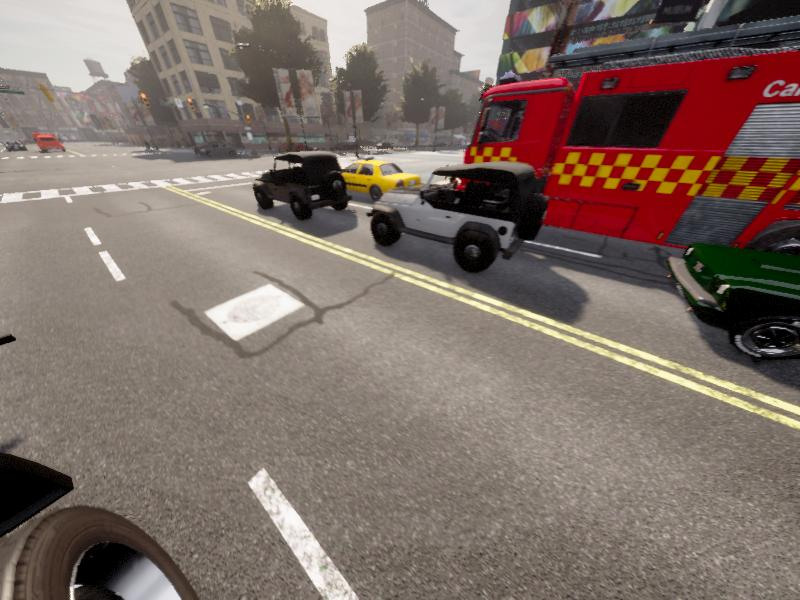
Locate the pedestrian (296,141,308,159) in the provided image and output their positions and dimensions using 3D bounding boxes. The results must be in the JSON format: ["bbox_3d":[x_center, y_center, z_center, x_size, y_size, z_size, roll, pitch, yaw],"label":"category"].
[{"bbox_3d":[-12.485,-19.118,29.396,0.751,1.860,0.751,28,44,34],"label":"pedestrian"}]

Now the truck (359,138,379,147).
[{"bbox_3d":[-9.642,-49.220,72.219,6.274,2.098,2.390,23,41,29],"label":"truck"}]

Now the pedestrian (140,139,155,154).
[{"bbox_3d":[-38.520,-23.433,35.219,0.751,1.860,0.751,23,41,29],"label":"pedestrian"}]

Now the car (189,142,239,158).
[{"bbox_3d":[-25.090,-20.484,31.391,2.242,1.667,4.611,18,39,24],"label":"car"}]

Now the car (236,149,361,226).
[{"bbox_3d":[-3.546,-4.171,8.198,3.866,1.878,1.905,23,41,29],"label":"car"}]

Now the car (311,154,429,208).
[{"bbox_3d":[-1.518,-5.661,10.621,5.366,1.575,1.801,24,41,29],"label":"car"}]

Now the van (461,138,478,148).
[{"bbox_3d":[21.521,-48.757,71.673,2.351,2.431,6.366,24,41,29],"label":"van"}]

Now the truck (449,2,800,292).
[{"bbox_3d":[5.900,-3.344,5.454,8.468,3.827,2.891,23,41,28],"label":"truck"}]

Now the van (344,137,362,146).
[{"bbox_3d":[-16.173,-54.690,79.557,5.915,2.561,1.988,23,41,29],"label":"van"}]

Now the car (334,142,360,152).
[{"bbox_3d":[-10.787,-31.608,47.588,2.128,1.511,4.902,24,41,29],"label":"car"}]

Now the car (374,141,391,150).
[{"bbox_3d":[-4.044,-36.743,54.917,1.851,1.617,3.988,24,41,29],"label":"car"}]

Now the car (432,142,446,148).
[{"bbox_3d":[12.326,-49.022,72.833,2.033,1.411,5.357,24,41,29],"label":"car"}]

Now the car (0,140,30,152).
[{"bbox_3d":[-62.708,-25.103,37.667,3.806,1.475,1.970,24,41,30],"label":"car"}]

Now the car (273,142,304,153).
[{"bbox_3d":[-20.204,-27.848,42.087,2.007,1.525,4.514,24,41,29],"label":"car"}]

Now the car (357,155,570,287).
[{"bbox_3d":[1.165,-2.119,5.331,3.866,1.878,1.905,23,41,29],"label":"car"}]

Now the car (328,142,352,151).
[{"bbox_3d":[-12.912,-33.344,50.053,1.837,1.490,4.892,23,41,29],"label":"car"}]

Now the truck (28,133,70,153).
[{"bbox_3d":[-55.322,-24.763,36.409,5.204,2.467,2.627,23,41,29],"label":"truck"}]

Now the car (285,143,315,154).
[{"bbox_3d":[-17.434,-26.532,40.379,1.994,1.385,4.181,24,41,29],"label":"car"}]

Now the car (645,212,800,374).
[{"bbox_3d":[6.265,0.292,2.475,4.718,1.301,1.895,22,40,27],"label":"car"}]

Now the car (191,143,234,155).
[{"bbox_3d":[-28.098,-22.689,34.696,4.674,1.442,1.812,-24,42,-30],"label":"car"}]
